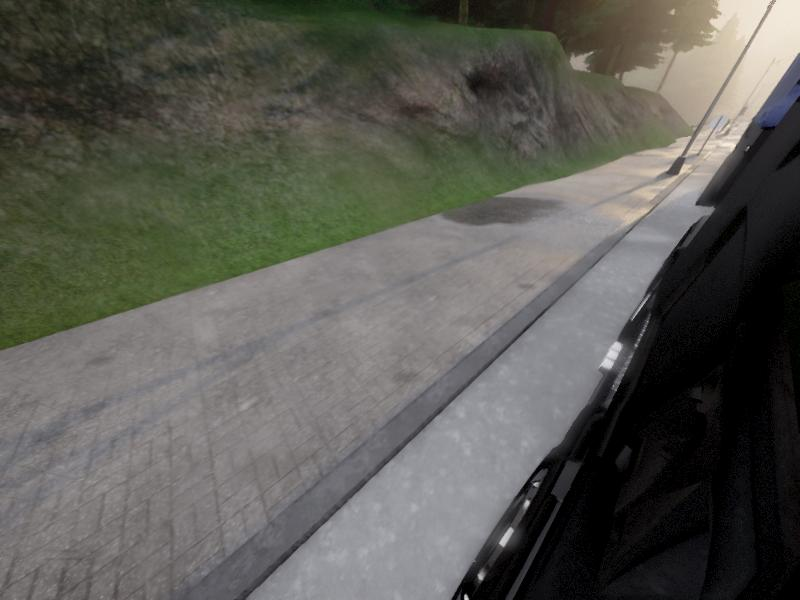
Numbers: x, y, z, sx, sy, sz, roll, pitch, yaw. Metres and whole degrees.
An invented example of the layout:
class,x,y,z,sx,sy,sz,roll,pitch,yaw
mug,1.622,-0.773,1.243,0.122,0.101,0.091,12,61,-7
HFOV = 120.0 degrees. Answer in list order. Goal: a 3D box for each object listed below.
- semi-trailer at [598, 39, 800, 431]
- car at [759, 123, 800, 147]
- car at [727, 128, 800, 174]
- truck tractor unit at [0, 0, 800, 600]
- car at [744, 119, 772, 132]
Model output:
class,x,y,z,sx,sy,sz,roll,pitch,yaw
semi-trailer,8.703,-3.574,4.265,14.254,4.402,2.717,-28,43,-30
car,34.012,-13.674,19.035,4.514,1.525,2.007,2,36,5
car,18.929,-7.734,11.783,5.008,1.535,1.882,-28,43,-30
truck tractor unit,2.645,-0.295,0.351,6.516,4.208,3.053,-28,44,-30
car,61.362,-29.980,39.657,4.974,1.542,2.038,-28,43,-30
